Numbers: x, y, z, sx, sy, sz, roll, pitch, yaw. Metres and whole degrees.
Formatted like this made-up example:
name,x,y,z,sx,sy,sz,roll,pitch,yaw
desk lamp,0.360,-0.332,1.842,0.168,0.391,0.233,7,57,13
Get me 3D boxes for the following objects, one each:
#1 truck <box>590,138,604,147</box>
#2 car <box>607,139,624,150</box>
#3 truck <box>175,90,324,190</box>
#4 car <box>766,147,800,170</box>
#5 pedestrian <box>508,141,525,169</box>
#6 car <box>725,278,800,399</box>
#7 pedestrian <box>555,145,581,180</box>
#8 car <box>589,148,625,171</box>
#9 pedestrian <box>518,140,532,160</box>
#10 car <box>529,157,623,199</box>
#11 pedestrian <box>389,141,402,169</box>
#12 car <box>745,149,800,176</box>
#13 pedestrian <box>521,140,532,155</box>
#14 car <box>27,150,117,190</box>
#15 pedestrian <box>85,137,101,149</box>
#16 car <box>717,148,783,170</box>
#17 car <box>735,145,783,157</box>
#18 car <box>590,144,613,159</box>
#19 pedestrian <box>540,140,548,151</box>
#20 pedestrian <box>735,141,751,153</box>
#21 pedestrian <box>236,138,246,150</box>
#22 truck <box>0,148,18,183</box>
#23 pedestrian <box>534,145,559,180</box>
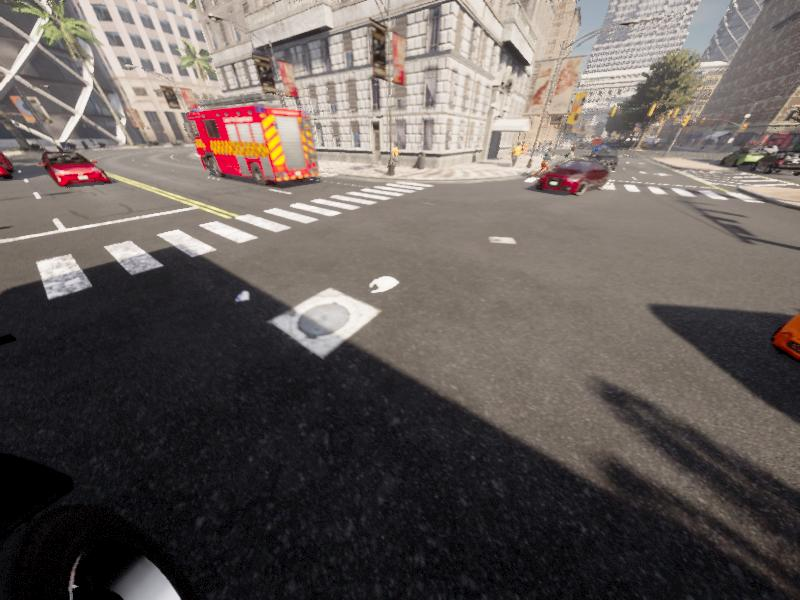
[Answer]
name,x,y,z,sx,sy,sz,roll,pitch,yaw
truck,62.618,-50.149,73.435,2.627,2.467,5.204,22,40,27
car,52.857,-38.203,56.784,2.150,2.045,5.566,22,40,27
truck,-8.875,-9.287,13.679,8.468,3.827,2.891,21,40,27
car,37.179,-13.115,21.442,1.851,1.617,3.988,22,40,27
pedestrian,9.469,-11.811,18.821,0.751,1.860,0.751,13,37,18
car,6.455,0.656,1.478,4.553,1.767,2.097,5,35,6
pedestrian,10.786,-8.858,14.909,0.751,1.860,0.751,17,38,22
car,18.704,-12.890,21.056,1.837,1.490,4.892,22,40,27
pedestrian,13.989,-16.767,25.889,0.751,1.860,0.751,21,40,26
car,8.943,-6.314,11.755,4.181,1.385,1.994,-21,41,-28
pedestrian,-0.366,-11.285,17.987,0.751,1.860,0.751,12,37,16
car,30.422,-11.001,18.431,1.789,1.549,3.705,22,41,27
pedestrian,19.076,-23.121,34.944,0.751,1.860,0.751,27,43,33
car,-18.154,-7.301,12.775,4.514,1.525,2.007,22,41,28
pedestrian,-58.184,-29.844,43.790,0.751,1.860,0.751,-3,35,-4
car,33.904,-13.920,22.624,2.007,1.525,4.514,22,40,27
car,58.732,-24.514,37.868,3.633,1.501,1.845,22,40,27
car,28.013,-20.720,32.206,1.882,1.535,5.008,22,41,27
pedestrian,30.756,-33.040,49.378,0.751,1.860,0.751,23,41,29
pedestrian,65.683,-29.388,44.247,0.751,1.860,0.751,26,42,31
pedestrian,-29.188,-28.684,42.404,0.751,1.860,0.751,-7,36,-10
truck,-26.762,-9.338,13.590,8.468,3.827,2.891,24,42,29
pedestrian,9.468,-8.941,15.014,0.751,1.860,0.751,13,37,18
